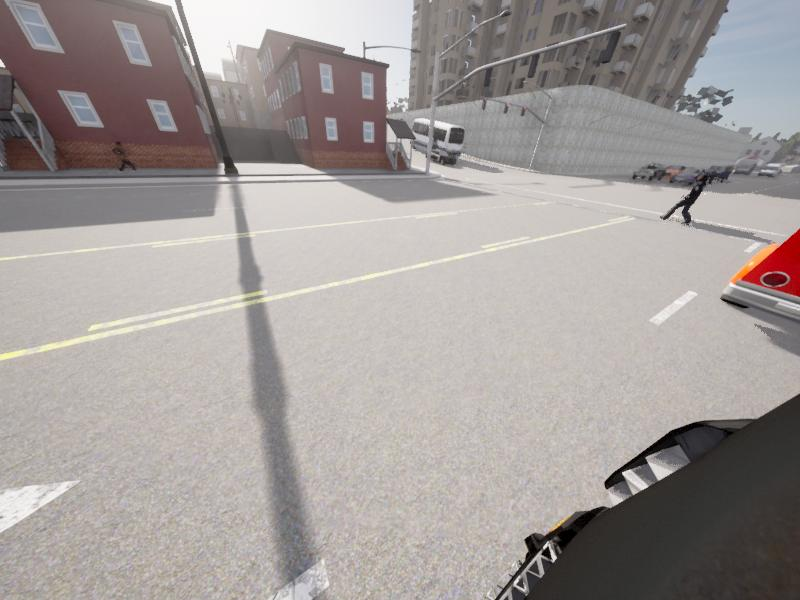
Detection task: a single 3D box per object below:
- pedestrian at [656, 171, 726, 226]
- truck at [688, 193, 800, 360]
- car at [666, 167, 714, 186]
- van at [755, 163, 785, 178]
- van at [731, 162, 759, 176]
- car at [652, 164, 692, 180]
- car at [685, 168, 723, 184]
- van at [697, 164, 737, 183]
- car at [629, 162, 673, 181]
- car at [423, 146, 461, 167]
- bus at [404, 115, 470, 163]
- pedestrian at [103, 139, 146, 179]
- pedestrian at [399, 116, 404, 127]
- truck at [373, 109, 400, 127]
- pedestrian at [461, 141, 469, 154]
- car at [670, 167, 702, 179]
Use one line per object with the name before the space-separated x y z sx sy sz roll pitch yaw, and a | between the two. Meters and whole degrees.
pedestrian | 11.427 -4.012 9.149 0.751 1.860 0.751 -9 35 -17
truck | 7.905 -0.703 3.389 5.204 2.467 2.627 -15 37 -24
car | 33.205 -14.223 26.471 4.856 1.649 2.033 -16 38 -26
van | 80.007 -27.998 49.977 5.915 2.561 1.988 -16 38 -26
van | 78.816 -29.897 52.744 5.915 2.561 1.988 -16 38 -26
car | 37.949 -17.888 32.205 4.553 1.767 2.097 -16 38 -26
car | 38.210 -15.616 29.043 3.633 1.501 1.845 -16 38 -26
van | 43.119 -17.207 31.401 4.442 1.987 1.775 -16 38 -26
car | 31.289 -16.018 28.798 4.605 1.855 1.932 -16 38 -26
car | 5.458 -19.040 30.592 1.930 1.638 5.238 -16 43 -26
bus | 5.166 -24.897 35.560 3.944 4.253 10.273 -16 47 -26
pedestrian | -15.478 -7.941 13.047 0.751 1.860 0.751 -17 38 -27
pedestrian | 0.429 -40.485 52.482 0.751 1.860 0.751 -16 38 -26
truck | -4.623 -61.180 77.788 8.468 3.827 2.891 -16 38 -26
pedestrian | 11.191 -26.162 39.715 0.751 1.860 0.751 -7 35 -15
car | 43.382 -19.309 35.055 4.193 1.474 1.816 -16 38 -26
